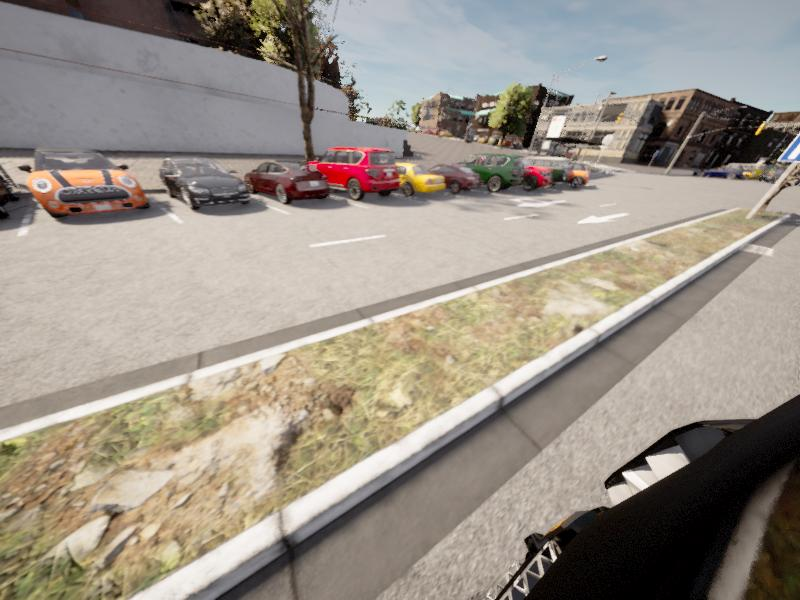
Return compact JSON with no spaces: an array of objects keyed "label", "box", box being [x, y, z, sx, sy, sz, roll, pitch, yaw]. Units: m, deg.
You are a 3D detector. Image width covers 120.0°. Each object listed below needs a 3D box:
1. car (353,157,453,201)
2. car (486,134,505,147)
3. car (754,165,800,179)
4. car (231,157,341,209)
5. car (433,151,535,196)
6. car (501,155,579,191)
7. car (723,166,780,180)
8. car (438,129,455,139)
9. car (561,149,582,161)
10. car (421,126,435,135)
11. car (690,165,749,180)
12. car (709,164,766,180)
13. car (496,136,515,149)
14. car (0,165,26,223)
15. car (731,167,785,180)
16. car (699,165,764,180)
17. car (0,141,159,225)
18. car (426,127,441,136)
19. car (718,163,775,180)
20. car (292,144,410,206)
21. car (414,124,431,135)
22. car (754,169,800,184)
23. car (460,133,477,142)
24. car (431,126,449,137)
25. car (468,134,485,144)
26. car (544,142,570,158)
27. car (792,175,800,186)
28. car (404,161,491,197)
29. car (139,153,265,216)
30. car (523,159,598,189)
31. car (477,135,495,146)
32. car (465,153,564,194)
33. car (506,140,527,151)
[{"label":"car","box":[-0.022,-6.920,12.927,5.366,1.575,1.946,26,40,32]},{"label":"car","box":[21.952,-36.560,53.058,1.878,1.987,4.442,32,43,28]},{"label":"car","box":[72.043,-24.063,43.359,2.435,2.045,5.566,-24,41,-35]},{"label":"car","box":[-5.102,-5.360,10.239,4.792,1.488,2.163,26,40,32]},{"label":"car","box":[5.317,-8.535,15.323,5.566,2.045,2.435,26,40,32]},{"label":"car","box":[10.662,-9.914,17.862,4.442,1.987,1.878,26,40,32]},{"label":"car","box":[58.067,-21.147,38.377,2.231,1.521,4.892,-26,42,-37]},{"label":"car","box":[13.250,-46.908,65.307,1.946,1.575,5.366,31,42,27]},{"label":"car","box":[30.802,-25.978,41.348,2.002,1.452,4.674,32,42,28]},{"label":"car","box":[8.630,-52.098,71.069,2.185,1.767,4.553,29,40,28]},{"label":"car","box":[47.010,-18.874,34.187,2.163,1.488,4.792,-27,43,-37]},{"label":"car","box":[52.527,-20.111,36.172,2.185,1.767,4.553,-26,43,-37]},{"label":"car","box":[23.424,-34.821,51.063,1.878,1.987,4.442,32,43,27]},{"label":"car","box":[-12.838,-3.248,6.194,4.553,1.767,2.185,26,40,32]},{"label":"car","box":[60.842,-21.670,39.443,2.002,1.452,4.674,-26,42,-36]},{"label":"car","box":[49.922,-19.328,35.014,1.946,1.575,5.366,-27,43,-37]},{"label":"car","box":[-10.286,-4.016,7.542,4.553,1.767,2.185,26,40,32]},{"label":"car","box":[10.104,-50.391,69.055,2.185,1.767,4.553,31,42,27]},{"label":"car","box":[55.394,-20.716,37.113,1.878,1.987,4.442,-26,42,-37]},{"label":"car","box":[-2.492,-6.333,11.398,5.566,2.045,2.435,26,40,32]},{"label":"car","box":[7.104,-53.777,72.961,2.435,2.045,5.566,27,39,30]},{"label":"car","box":[51.056,-16.763,31.268,4.902,1.511,2.128,-12,37,-21]},{"label":"car","box":[17.573,-41.610,59.270,2.002,1.452,4.674,32,42,28]},{"label":"car","box":[11.647,-48.749,66.993,2.435,2.045,5.566,31,42,27]},{"label":"car","box":[19.059,-39.874,57.282,2.002,1.452,4.674,32,42,27]},{"label":"car","box":[29.380,-27.955,43.181,2.435,2.045,5.566,32,42,28]},{"label":"car","box":[51.537,-15.020,28.721,4.193,1.474,1.816,-13,37,-22]},{"label":"car","box":[2.723,-7.546,14.158,4.674,1.452,2.002,26,40,32]},{"label":"car","box":[-7.674,-4.640,8.908,4.892,1.521,2.231,26,40,32]},{"label":"car","box":[13.220,-10.575,19.239,4.553,1.767,2.185,27,40,32]},{"label":"car","box":[20.649,-38.242,55.384,1.946,1.575,5.366,32,42,28]},{"label":"car","box":[7.979,-9.246,16.601,5.566,2.045,2.435,26,40,32]},{"label":"car","box":[24.928,-32.951,49.283,2.231,1.521,4.892,32,42,28]}]
